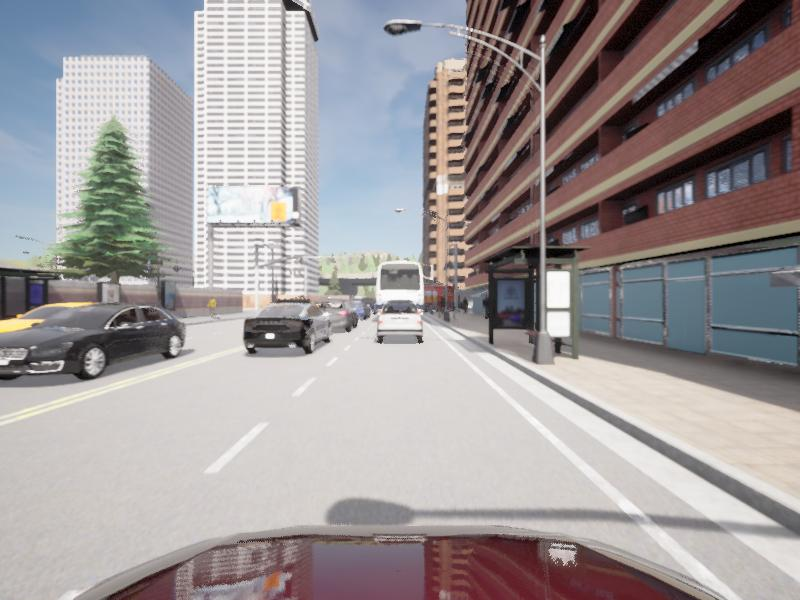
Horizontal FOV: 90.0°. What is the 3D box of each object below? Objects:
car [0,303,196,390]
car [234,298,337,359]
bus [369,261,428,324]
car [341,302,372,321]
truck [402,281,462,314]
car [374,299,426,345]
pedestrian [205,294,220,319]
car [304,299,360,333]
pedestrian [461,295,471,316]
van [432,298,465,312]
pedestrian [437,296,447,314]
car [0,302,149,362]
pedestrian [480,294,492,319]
[{"bbox_3d":[-7.002,0.847,9.491,1.837,1.490,4.892,0,0,0],"label":"car"},{"bbox_3d":[-3.513,0.774,13.422,1.930,1.638,5.238,0,0,0],"label":"car"},{"bbox_3d":[-0.125,-0.524,31.849,3.944,4.253,10.273,0,0,0],"label":"bus"},{"bbox_3d":[-3.504,0.903,33.181,2.033,1.411,5.357,0,0,0],"label":"car"},{"bbox_3d":[4.319,-0.317,51.741,8.468,3.827,2.891,0,0,-45],"label":"truck"},{"bbox_3d":[0.000,0.792,16.345,1.851,1.617,3.988,0,0,0],"label":"car"},{"bbox_3d":[-13.886,0.492,29.595,0.751,1.860,0.751,0,0,4],"label":"pedestrian"},{"bbox_3d":[-3.505,0.763,21.466,2.242,1.667,4.611,0,0,0],"label":"car"},{"bbox_3d":[6.031,0.494,36.765,0.751,1.860,0.751,0,0,-6],"label":"pedestrian"},{"bbox_3d":[6.872,0.708,56.507,4.442,1.987,1.775,0,-2,0],"label":"van"},{"bbox_3d":[4.248,0.495,40.600,0.751,1.860,0.751,0,0,-11],"label":"pedestrian"},{"bbox_3d":[-10.502,0.826,12.723,1.882,1.535,5.008,0,0,0],"label":"car"},{"bbox_3d":[6.358,0.492,29.620,0.751,1.860,0.751,0,0,0],"label":"pedestrian"}]
